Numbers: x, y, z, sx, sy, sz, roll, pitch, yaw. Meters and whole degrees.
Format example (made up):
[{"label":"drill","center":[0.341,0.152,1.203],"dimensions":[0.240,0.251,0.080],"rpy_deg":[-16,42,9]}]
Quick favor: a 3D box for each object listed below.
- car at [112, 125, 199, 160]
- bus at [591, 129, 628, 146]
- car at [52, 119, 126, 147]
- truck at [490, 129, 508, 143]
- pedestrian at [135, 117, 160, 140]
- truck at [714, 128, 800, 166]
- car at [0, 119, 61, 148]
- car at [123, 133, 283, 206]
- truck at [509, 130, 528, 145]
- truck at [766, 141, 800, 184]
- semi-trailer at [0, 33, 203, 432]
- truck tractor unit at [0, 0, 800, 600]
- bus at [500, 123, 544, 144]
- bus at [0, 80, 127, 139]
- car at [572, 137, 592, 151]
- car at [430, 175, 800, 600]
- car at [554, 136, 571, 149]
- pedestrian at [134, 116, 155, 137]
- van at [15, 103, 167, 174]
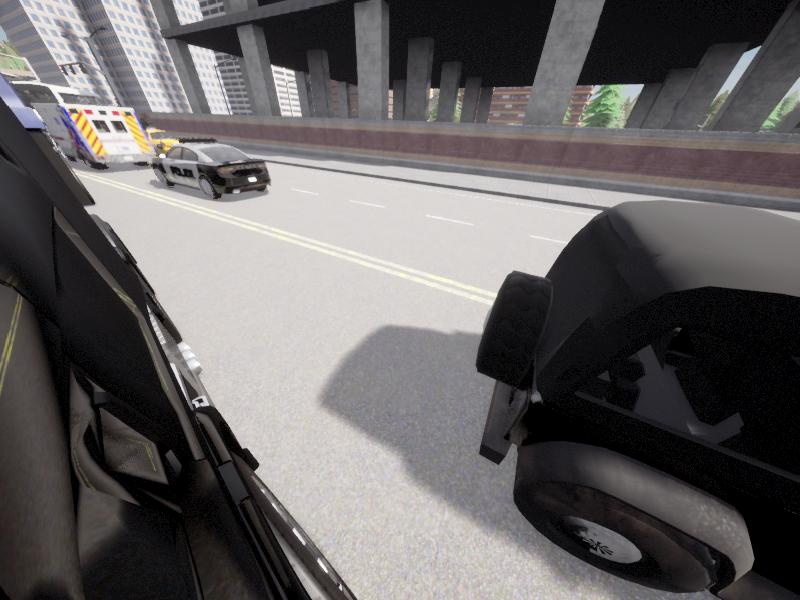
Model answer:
[{"label":"car","center":[-16.421,-10.641,15.531],"dimensions":[5.366,1.575,1.801],"rpy_deg":[20,40,21]},{"label":"bus","center":[69.095,-54.063,76.717],"dimensions":[3.944,4.253,10.273],"rpy_deg":[9,37,8]},{"label":"car","center":[-26.356,-14.224,19.624],"dimensions":[4.611,1.667,2.242],"rpy_deg":[20,40,21]},{"label":"truck","center":[23.509,-38.790,54.719],"dimensions":[2.615,2.467,5.204],"rpy_deg":[20,40,21]},{"label":"pedestrian","center":[-26.017,-17.677,23.815],"dimensions":[0.751,1.860,0.751],"rpy_deg":[7,37,5]},{"label":"truck","center":[48.827,-21.141,31.736],"dimensions":[2.891,3.827,8.468],"rpy_deg":[20,40,21]},{"label":"car","center":[-28.838,-12.660,17.508],"dimensions":[4.902,1.511,2.128],"rpy_deg":[20,40,21]},{"label":"car","center":[-7.149,-4.970,8.475],"dimensions":[5.238,1.638,1.930],"rpy_deg":[20,40,21]},{"label":"truck","center":[27.286,-37.434,53.143],"dimensions":[2.615,2.467,5.204],"rpy_deg":[20,40,21]},{"label":"truck","center":[30.284,-9.472,16.077],"dimensions":[2.627,2.467,5.204],"rpy_deg":[20,40,21]},{"label":"semi-trailer","center":[-8.775,-3.551,4.153],"dimensions":[14.254,4.402,2.717],"rpy_deg":[27,43,29]},{"label":"truck tractor unit","center":[-2.645,-0.295,0.351],"dimensions":[6.516,4.208,3.053],"rpy_deg":[28,44,30]},{"label":"bus","center":[35.121,-48.134,66.729],"dimensions":[10.273,4.253,3.944],"rpy_deg":[20,40,22]},{"label":"bus","center":[-35.907,-20.521,25.302],"dimensions":[3.944,4.253,10.273],"rpy_deg":[-16,41,-22]},{"label":"car","center":[31.949,-27.598,40.706],"dimensions":[1.905,1.878,3.866],"rpy_deg":[20,40,21]},{"label":"car","center":[2.425,0.734,1.235],"dimensions":[3.866,1.878,1.905],"rpy_deg":[20,40,21]},{"label":"car","center":[29.372,-28.523,41.781],"dimensions":[1.905,1.878,3.866],"rpy_deg":[20,40,21]},{"label":"pedestrian","center":[-29.903,-20.274,27.046],"dimensions":[0.751,1.860,0.751],"rpy_deg":[19,40,21]},{"label":"van","center":[-15.567,-8.295,11.738],"dimensions":[6.366,2.431,2.351],"rpy_deg":[20,40,21]}]
